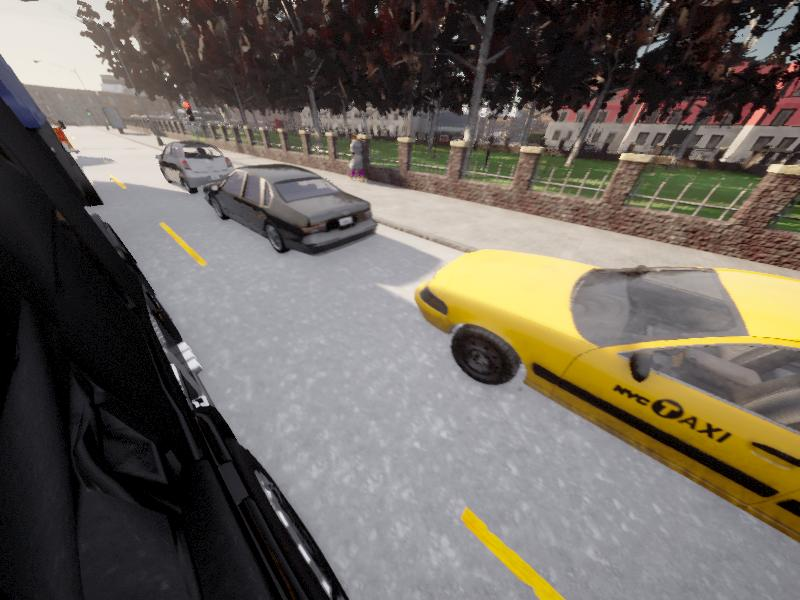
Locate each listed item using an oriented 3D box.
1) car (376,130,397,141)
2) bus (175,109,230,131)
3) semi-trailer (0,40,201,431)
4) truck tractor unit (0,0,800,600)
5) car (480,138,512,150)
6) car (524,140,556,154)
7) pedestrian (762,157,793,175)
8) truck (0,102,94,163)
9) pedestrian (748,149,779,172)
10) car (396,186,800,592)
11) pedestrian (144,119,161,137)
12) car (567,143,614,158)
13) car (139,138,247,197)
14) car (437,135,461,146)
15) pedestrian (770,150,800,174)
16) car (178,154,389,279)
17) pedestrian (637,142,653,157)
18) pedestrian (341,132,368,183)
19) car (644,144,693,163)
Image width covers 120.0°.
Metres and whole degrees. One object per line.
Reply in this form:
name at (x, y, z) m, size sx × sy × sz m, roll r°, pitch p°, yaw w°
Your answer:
car at (-3.042, -37.820, 52.955) m, size 4.605 × 1.855 × 1.932 m, roll 27°, pitch 43°, yaw 29°
bus at (-55.211, -50.402, 64.953) m, size 3.944 × 4.253 × 10.273 m, roll 28°, pitch 43°, yaw 30°
semi-trailer at (-8.702, -3.591, 4.242) m, size 14.254 × 4.402 × 2.717 m, roll 28°, pitch 43°, yaw 30°
truck tractor unit at (-2.645, -0.295, 0.352) m, size 6.516 × 4.208 × 3.053 m, roll 28°, pitch 44°, yaw 30°
car at (16.664, -27.244, 40.240) m, size 4.514 × 1.525 × 2.007 m, roll 28°, pitch 43°, yaw 30°
car at (22.173, -24.336, 36.646) m, size 3.705 × 1.549 × 1.789 m, roll 28°, pitch 43°, yaw 30°
pedestrian at (33.855, -12.006, 20.751) m, size 0.751 × 1.300 × 0.751 m, roll 28°, pitch 44°, yaw 30°
truck at (-21.380, -9.003, 12.363) m, size 5.204 × 2.467 × 2.627 m, roll 3°, pitch 34°, yaw -1°
pedestrian at (35.530, -13.647, 22.603) m, size 0.751 × 1.860 × 0.751 m, roll -25°, pitch 45°, yaw -33°
car at (2.597, 0.515, 1.815) m, size 5.366 × 1.575 × 1.801 m, roll 28°, pitch 44°, yaw 30°
pedestrian at (-32.058, -22.293, 29.927) m, size 0.751 × 1.860 × 0.751 m, roll 28°, pitch 43°, yaw 30°
car at (27.327, -21.579, 33.306) m, size 4.892 × 1.490 × 1.837 m, roll 27°, pitch 43°, yaw 29°
car at (-8.022, -5.279, 8.997) m, size 3.633 × 1.501 × 1.845 m, roll 27°, pitch 43°, yaw 29°
car at (9.527, -31.004, 44.900) m, size 3.806 × 1.475 × 1.970 m, roll 28°, pitch 43°, yaw 30°
pedestrian at (36.291, -12.898, 21.641) m, size 0.751 × 1.860 × 0.751 m, roll -15°, pitch 40°, yaw -23°
car at (-2.958, -2.452, 5.620) m, size 5.357 × 1.411 × 2.033 m, roll 27°, pitch 43°, yaw 29°
pedestrian at (37.902, -23.304, 35.791) m, size 0.751 × 1.860 × 0.751 m, roll 18°, pitch 39°, yaw 20°
pedestrian at (-2.001, -6.355, 10.344) m, size 0.751 × 1.860 × 0.751 m, roll 28°, pitch 43°, yaw 30°
car at (36.368, -20.025, 31.456) m, size 3.866 × 1.878 × 1.905 m, roll 28°, pitch 44°, yaw 30°
